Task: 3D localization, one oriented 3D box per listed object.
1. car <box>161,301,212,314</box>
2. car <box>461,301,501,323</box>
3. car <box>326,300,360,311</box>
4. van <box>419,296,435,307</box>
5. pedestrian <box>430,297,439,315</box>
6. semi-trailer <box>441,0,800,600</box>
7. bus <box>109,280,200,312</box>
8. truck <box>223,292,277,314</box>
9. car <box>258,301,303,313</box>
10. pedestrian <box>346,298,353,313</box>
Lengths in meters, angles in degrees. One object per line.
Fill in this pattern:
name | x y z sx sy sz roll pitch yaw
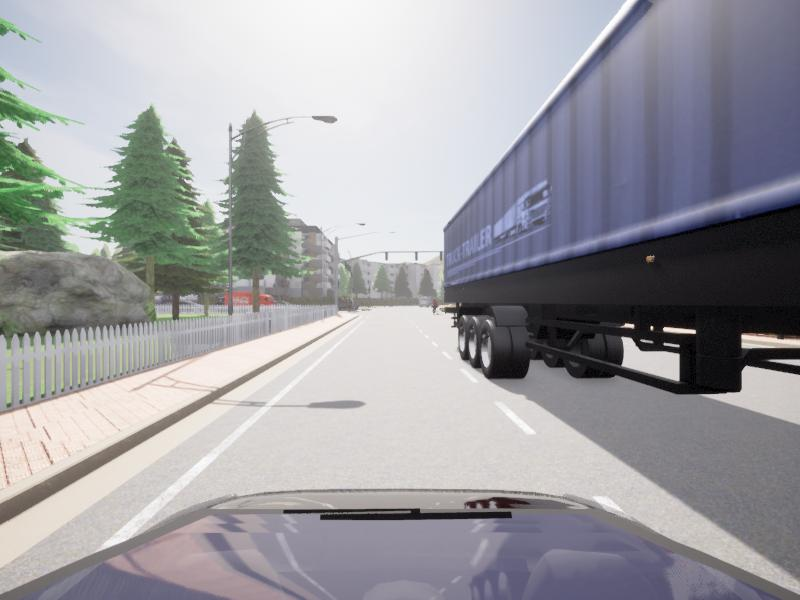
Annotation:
car | -24.545 0.845 46.090 4.892 1.490 1.837 0 0 0
car | 6.005 0.823 30.287 1.882 1.535 5.008 0 0 -2
car | -7.988 0.828 56.699 4.514 1.525 2.007 0 0 0
van | 6.120 0.373 90.866 2.351 2.431 6.366 0 0 17
pedestrian | 3.593 0.637 41.571 0.751 1.860 0.751 0 0 -18
semi-trailer | 3.062 -0.618 6.800 2.717 4.402 14.254 0 0 -2
bus | -34.401 -0.535 56.406 10.273 4.253 3.944 0 0 0
truck | -17.188 0.357 46.139 5.204 2.467 2.627 0 0 0
car | -14.752 0.836 49.654 4.902 1.511 2.128 0 0 0
pedestrian | -6.207 0.637 49.619 0.751 1.860 0.751 0 0 3
